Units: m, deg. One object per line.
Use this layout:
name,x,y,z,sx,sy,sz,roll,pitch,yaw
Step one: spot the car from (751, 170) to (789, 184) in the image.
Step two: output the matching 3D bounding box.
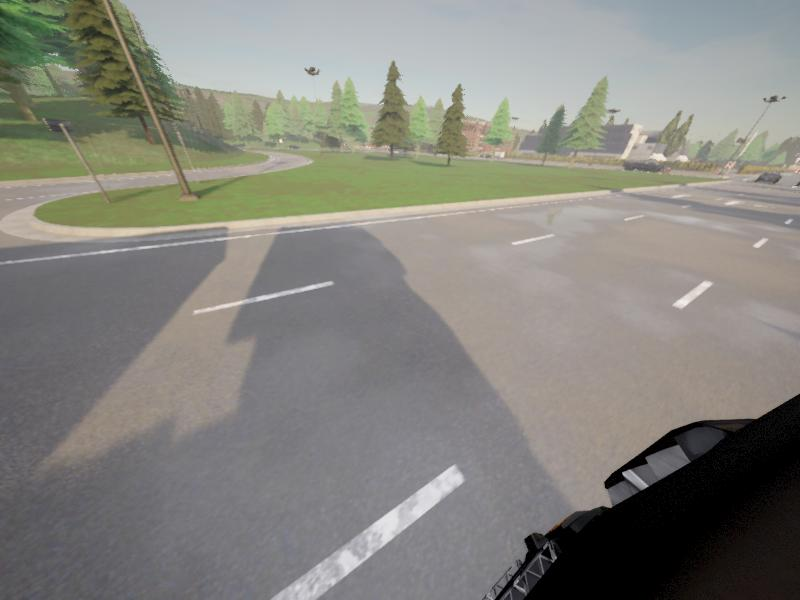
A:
car,54.066,-17.949,33.745,4.902,1.511,2.128,-17,38,-27

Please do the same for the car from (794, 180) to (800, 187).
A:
car,54.955,-15.845,30.640,4.892,1.490,1.837,-15,37,-25

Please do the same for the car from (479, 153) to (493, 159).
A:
car,34.437,-57.828,92.700,2.038,1.542,4.974,-16,38,-26

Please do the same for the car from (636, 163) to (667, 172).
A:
car,55.133,-29.017,50.718,1.994,1.385,4.181,-16,38,-26

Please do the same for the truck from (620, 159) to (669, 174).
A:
truck,49.453,-27.246,46.958,2.390,2.098,6.274,-16,38,-26

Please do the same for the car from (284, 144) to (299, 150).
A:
car,-40.423,-57.194,86.335,4.674,1.442,1.812,-16,38,-26

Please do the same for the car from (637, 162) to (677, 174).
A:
car,53.057,-27.350,47.812,2.152,1.651,5.027,-16,38,-26
